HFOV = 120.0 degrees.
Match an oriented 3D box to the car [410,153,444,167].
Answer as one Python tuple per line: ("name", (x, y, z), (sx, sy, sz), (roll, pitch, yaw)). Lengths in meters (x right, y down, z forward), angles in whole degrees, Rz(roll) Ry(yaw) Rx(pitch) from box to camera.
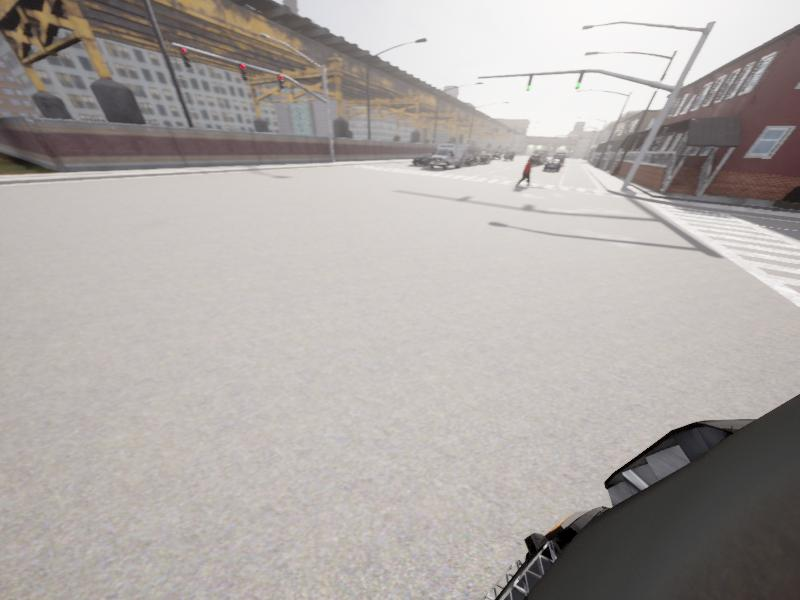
("car", (3.615, -18.354, 30.163), (2.033, 1.411, 5.357), (21, 38, 25))

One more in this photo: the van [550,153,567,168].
("van", (28.322, -24.954, 41.264), (1.775, 1.987, 4.442), (21, 38, 25))

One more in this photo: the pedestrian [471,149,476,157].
("pedestrian", (18.854, -37.907, 59.597), (0.751, 1.860, 0.751), (17, 36, 20))

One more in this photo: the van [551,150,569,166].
("van", (31.983, -28.283, 45.991), (1.988, 2.561, 5.915), (21, 38, 25))

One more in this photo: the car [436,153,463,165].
("car", (7.648, -21.781, 35.551), (2.033, 1.411, 5.357), (21, 38, 25))

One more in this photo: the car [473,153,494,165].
("car", (13.964, -23.526, 38.522), (1.837, 1.490, 4.892), (21, 38, 25))

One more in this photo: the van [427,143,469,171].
("van", (5.789, -16.955, 27.320), (2.351, 2.431, 6.366), (21, 38, 25))

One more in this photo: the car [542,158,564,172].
("car", (21.447, -18.856, 32.256), (1.994, 1.385, 4.181), (21, 38, 25))

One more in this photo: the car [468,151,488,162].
("car", (15.568, -28.614, 46.041), (2.242, 1.667, 4.611), (21, 38, 25))

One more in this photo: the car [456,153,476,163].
("car", (11.754, -25.263, 41.050), (1.994, 1.385, 4.181), (21, 38, 25))

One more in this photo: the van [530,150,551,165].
("van", (28.379, -28.822, 46.623), (2.351, 2.431, 6.366), (21, 38, 25))

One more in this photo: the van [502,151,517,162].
("van", (25.495, -33.510, 53.769), (1.775, 1.987, 4.442), (21, 38, 25))

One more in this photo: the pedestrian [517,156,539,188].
("pedestrian", (8.822, -8.841, 15.961), (0.751, 1.860, 0.751), (20, 38, 24))

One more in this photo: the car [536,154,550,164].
("car", (32.401, -31.921, 52.242), (2.033, 1.649, 4.856), (21, 38, 25))

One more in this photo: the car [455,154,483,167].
("car", (10.013, -20.131, 33.277), (2.033, 1.411, 5.357), (21, 38, 25))

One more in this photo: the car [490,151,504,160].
("car", (24.001, -35.863, 57.235), (1.905, 1.878, 3.866), (21, 38, 25))

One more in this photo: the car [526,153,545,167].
("car", (24.106, -24.978, 41.089), (1.932, 1.855, 4.605), (21, 38, 25))
